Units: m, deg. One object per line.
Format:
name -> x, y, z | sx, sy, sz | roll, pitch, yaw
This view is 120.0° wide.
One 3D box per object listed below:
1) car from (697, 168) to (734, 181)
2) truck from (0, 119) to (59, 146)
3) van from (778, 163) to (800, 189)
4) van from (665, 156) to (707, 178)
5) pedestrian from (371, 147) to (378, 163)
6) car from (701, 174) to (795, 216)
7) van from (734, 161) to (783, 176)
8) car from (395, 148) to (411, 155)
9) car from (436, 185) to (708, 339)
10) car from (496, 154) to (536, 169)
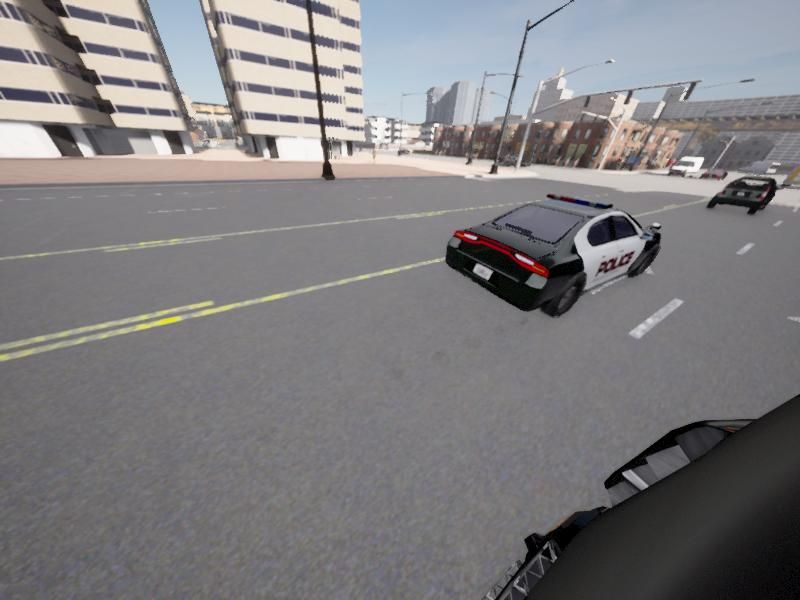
car -> 44.286, -17.676, 32.441 | 4.181, 1.385, 1.994 | -16, 38, -26
truck -> -73.981, -32.190, 44.270 | 8.468, 3.827, 2.891 | -17, 39, -28
van -> 47.904, -14.580, 27.143 | 6.366, 2.431, 2.351 | -17, 39, -27
van -> 43.277, -20.123, 34.966 | 5.915, 2.561, 1.988 | -16, 38, -26
pedestrian -> -3.570, -20.200, 32.162 | 0.751, 1.860, 0.751 | -6, 35, -13
car -> 18.979, -5.833, 12.621 | 3.988, 1.617, 1.851 | -16, 38, -26
van -> 84.074, -31.002, 54.311 | 1.988, 2.561, 5.915 | 6, 34, 3
car -> 0.847, -42.747, 66.431 | 2.128, 1.511, 4.902 | -16, 38, -26
car -> 3.414, -1.227, 4.623 | 4.974, 1.542, 2.038 | -16, 38, -26
car -> 18.300, -22.022, 36.707 | 1.930, 1.638, 5.238 | -17, 39, -26
